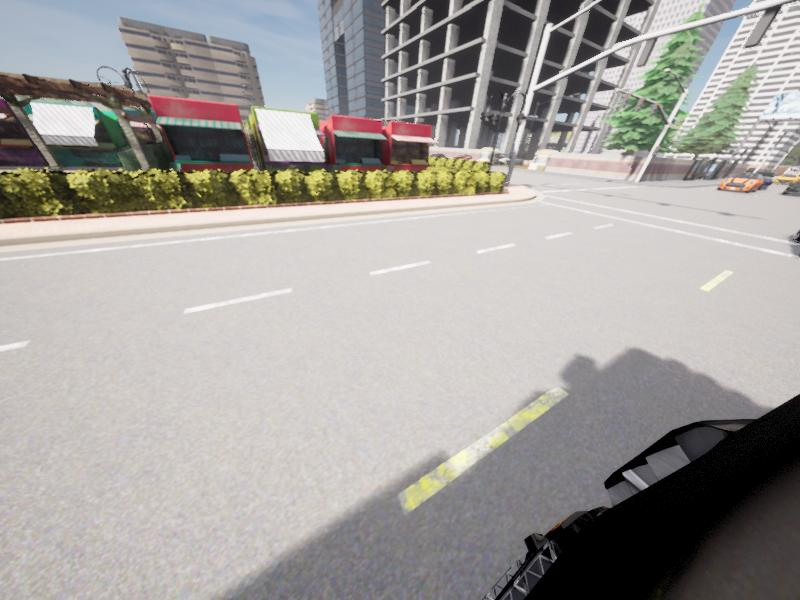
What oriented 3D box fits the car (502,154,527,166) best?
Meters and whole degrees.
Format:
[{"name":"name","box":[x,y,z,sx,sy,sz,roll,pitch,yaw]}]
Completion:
[{"name":"car","box":[22.967,-28.223,46.470,1.905,1.878,3.866,-15,38,-26]}]

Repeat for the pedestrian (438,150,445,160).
[{"name":"pedestrian","box":[8.861,-30.954,49.379,0.751,1.860,0.751,-15,38,-26]}]

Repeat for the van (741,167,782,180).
[{"name":"van","box":[81.761,-28.718,52.348,1.775,1.987,4.442,-15,38,-25]}]

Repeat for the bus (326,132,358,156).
[{"name":"bus","box":[-13.819,-36.784,54.438,3.944,4.253,10.273,-15,39,-26]}]

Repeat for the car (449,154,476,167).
[{"name":"car","box":[10.221,-22.966,37.970,1.851,1.617,3.988,-15,38,-26]}]

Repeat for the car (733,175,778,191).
[{"name":"car","box":[40.552,-13.348,26.338,4.718,1.301,1.895,-15,38,-25]}]

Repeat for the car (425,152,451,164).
[{"name":"car","box":[6.952,-26.221,42.680,1.882,1.535,5.008,-15,38,-26]}]

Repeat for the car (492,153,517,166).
[{"name":"car","box":[20.406,-27.525,45.203,1.905,1.878,3.866,-15,38,-26]}]

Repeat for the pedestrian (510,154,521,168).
[{"name":"pedestrian","box":[18.016,-21.710,36.170,0.751,1.860,0.751,-12,36,-21]}]

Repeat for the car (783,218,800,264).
[{"name":"car","box":[13.660,-1.942,6.672,4.902,1.511,2.128,-20,40,-30]}]

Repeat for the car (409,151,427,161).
[{"name":"car","box":[3.614,-29.598,47.489,1.789,1.549,3.705,-16,38,-26]}]

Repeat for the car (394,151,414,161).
[{"name":"car","box":[0.700,-28.548,45.830,1.994,1.385,4.181,-15,38,-26]}]

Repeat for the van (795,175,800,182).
[{"name":"van","box":[85.696,-24.896,46.360,1.988,2.561,5.915,-15,38,-25]}]

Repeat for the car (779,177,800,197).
[{"name":"car","box":[39.208,-10.848,22.270,4.892,1.490,1.837,-15,38,-26]}]

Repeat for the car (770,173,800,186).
[{"name":"car","box":[60.899,-18.970,36.300,5.008,1.535,1.882,-15,38,-25]}]

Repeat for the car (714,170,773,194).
[{"name":"car","box":[34.461,-11.899,23.192,4.553,1.767,2.097,-15,38,-25]}]

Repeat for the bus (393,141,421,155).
[{"name":"bus","box":[2.787,-61.664,93.510,10.273,4.253,3.944,-15,38,-26]}]

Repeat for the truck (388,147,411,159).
[{"name":"truck","box":[-0.209,-33.686,52.855,2.390,2.098,6.274,-15,38,-26]}]

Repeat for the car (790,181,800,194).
[{"name":"car","box":[45.489,-12.555,25.370,4.892,1.490,1.837,-15,38,-25]}]

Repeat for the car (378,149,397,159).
[{"name":"car","box":[-2.864,-32.250,50.897,2.152,1.651,5.027,-16,38,-26]}]
